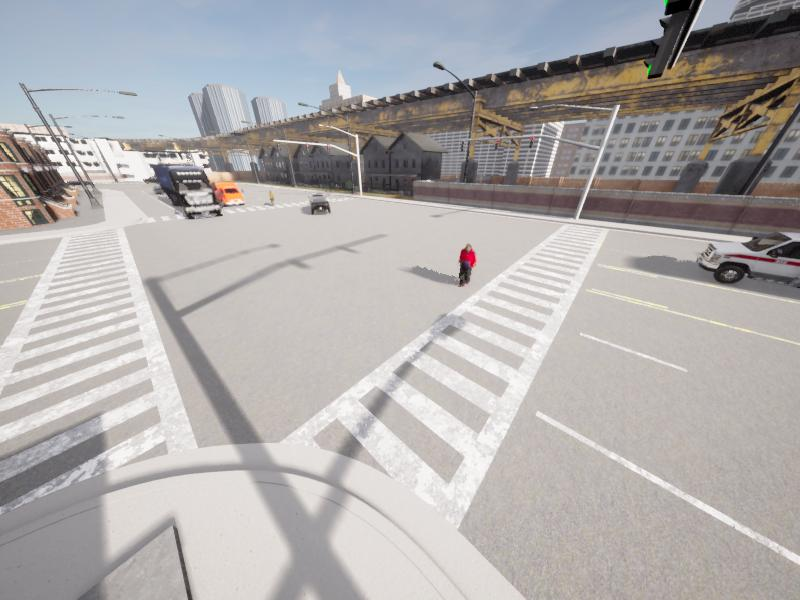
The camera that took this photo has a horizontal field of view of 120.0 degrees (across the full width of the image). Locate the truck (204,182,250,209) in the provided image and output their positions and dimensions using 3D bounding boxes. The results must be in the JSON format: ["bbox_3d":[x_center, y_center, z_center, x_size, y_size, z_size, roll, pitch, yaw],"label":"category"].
[{"bbox_3d":[-21.020,-12.829,28.061,5.204,2.467,2.627,23,37,35],"label":"truck"}]

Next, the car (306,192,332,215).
[{"bbox_3d":[-8.772,-10.456,24.771,1.930,1.638,5.238,-11,32,-18],"label":"car"}]

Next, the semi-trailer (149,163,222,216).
[{"bbox_3d":[-24.889,-13.024,26.423,14.254,4.402,2.717,24,37,35],"label":"semi-trailer"}]

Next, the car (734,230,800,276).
[{"bbox_3d":[19.105,-1.643,9.755,5.357,1.411,2.033,24,38,35],"label":"car"}]

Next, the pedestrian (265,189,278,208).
[{"bbox_3d":[-14.838,-11.747,26.740,0.751,1.860,0.751,-4,30,-7],"label":"pedestrian"}]

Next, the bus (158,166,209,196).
[{"bbox_3d":[-38.970,-21.624,41.505,10.273,4.253,3.944,24,38,35],"label":"bus"}]

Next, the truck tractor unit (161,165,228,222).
[{"bbox_3d":[-19.217,-10.184,21.711,3.053,4.208,6.516,-23,37,-34],"label":"truck tractor unit"}]

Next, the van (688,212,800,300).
[{"bbox_3d":[15.664,-1.276,8.085,6.366,2.431,2.351,24,38,35],"label":"van"}]

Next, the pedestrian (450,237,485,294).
[{"bbox_3d":[2.487,-1.308,8.660,0.751,1.860,0.751,22,37,34],"label":"pedestrian"}]

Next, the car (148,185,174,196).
[{"bbox_3d":[-40.628,-18.670,39.246,5.357,1.411,2.033,24,38,35],"label":"car"}]

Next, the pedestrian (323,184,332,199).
[{"bbox_3d":[-10.646,-15.926,33.978,0.751,1.860,0.751,11,32,19],"label":"pedestrian"}]
